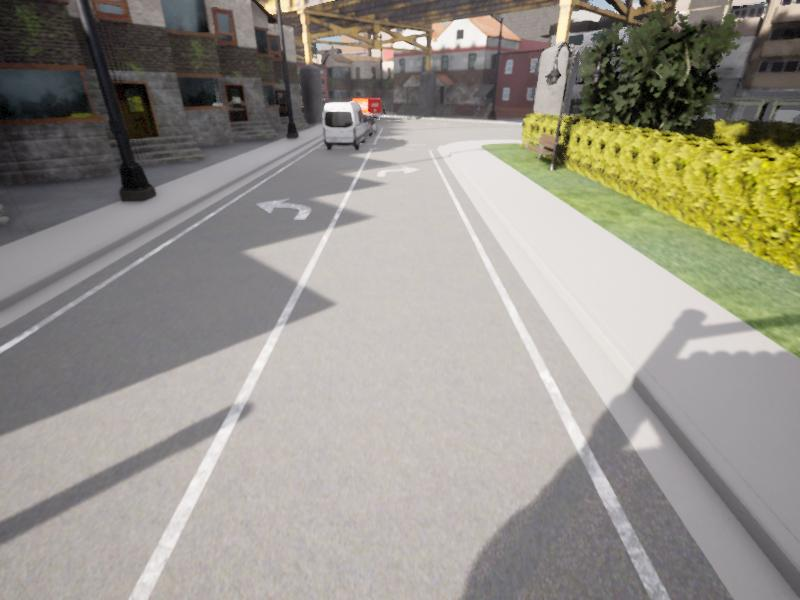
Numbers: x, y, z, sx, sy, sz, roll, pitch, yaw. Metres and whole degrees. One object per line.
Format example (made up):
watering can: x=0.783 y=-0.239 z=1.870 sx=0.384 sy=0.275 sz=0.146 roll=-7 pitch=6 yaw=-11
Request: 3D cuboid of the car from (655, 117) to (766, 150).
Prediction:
car: x=20.043 y=-10.937 z=26.065 sx=1.930 sy=1.638 sz=5.238 roll=-24 pitch=36 yaw=-39

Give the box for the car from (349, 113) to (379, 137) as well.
car: x=-2.857 y=-14.354 z=32.726 sx=1.845 sy=1.501 sz=3.633 roll=2 pitch=27 yaw=4

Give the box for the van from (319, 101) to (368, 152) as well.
van: x=-3.372 y=-11.061 z=25.242 sx=1.988 sy=2.561 sz=5.915 roll=1 pitch=27 yaw=1

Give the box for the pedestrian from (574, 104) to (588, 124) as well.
pedestrian: x=19.110 y=-19.619 z=42.273 sx=0.751 sy=1.860 sz=0.751 roll=21 pitch=34 yaw=34

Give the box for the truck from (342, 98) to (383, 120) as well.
truck: x=-4.954 y=-25.251 z=52.807 sx=2.627 sy=2.467 sz=5.204 roll=-24 pitch=36 yaw=-39
